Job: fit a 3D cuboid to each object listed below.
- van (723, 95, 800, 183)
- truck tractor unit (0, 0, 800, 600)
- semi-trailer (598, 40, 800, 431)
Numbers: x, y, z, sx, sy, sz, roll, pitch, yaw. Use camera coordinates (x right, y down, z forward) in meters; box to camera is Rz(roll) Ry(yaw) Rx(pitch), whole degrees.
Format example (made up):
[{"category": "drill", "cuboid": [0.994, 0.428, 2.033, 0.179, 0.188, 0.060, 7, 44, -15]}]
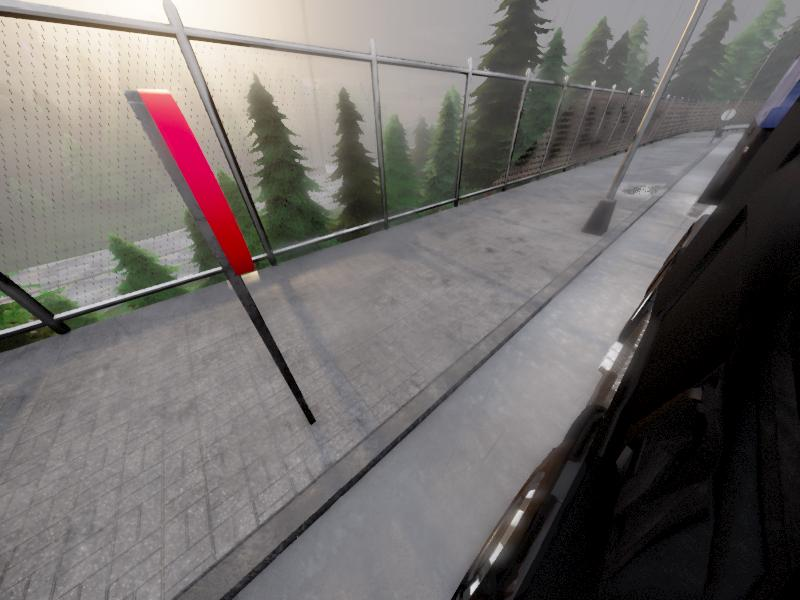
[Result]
[{"category": "van", "cuboid": [16.355, -6.922, 9.755, 5.915, 2.561, 1.988, -28, 44, -30]}, {"category": "truck tractor unit", "cuboid": [2.645, -0.295, 0.351, 6.516, 4.208, 3.053, -28, 44, -30]}, {"category": "semi-trailer", "cuboid": [8.698, -3.606, 4.226, 14.254, 4.402, 2.717, -28, 44, -30]}]
